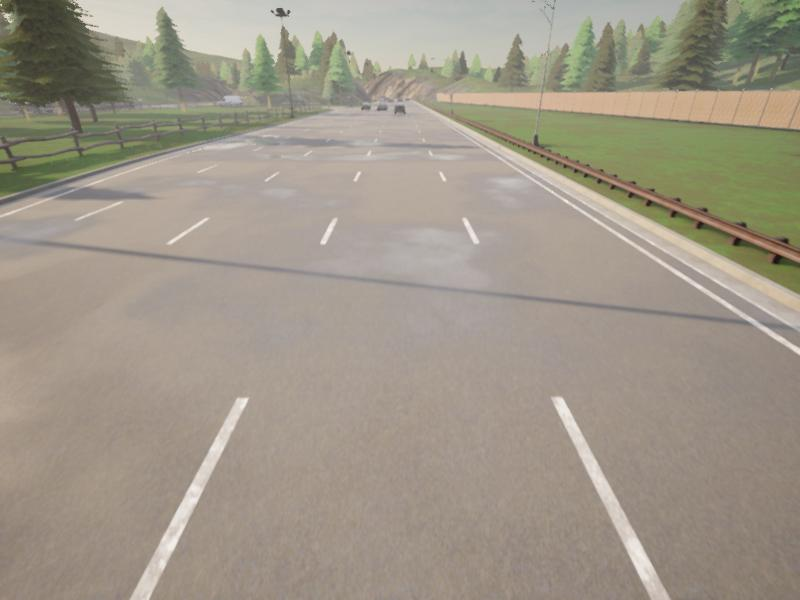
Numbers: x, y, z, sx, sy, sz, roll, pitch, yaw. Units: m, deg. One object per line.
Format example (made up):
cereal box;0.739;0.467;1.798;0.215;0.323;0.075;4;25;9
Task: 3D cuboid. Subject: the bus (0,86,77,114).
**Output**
bus;-64.340;-35.901;71.733;3.944;4.253;10.273;0;27;0

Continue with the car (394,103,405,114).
car;-0.014;-33.208;69.371;1.837;1.490;4.892;0;27;0

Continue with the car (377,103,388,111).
car;-3.516;-38.907;80.558;1.994;1.385;4.181;0;27;0
